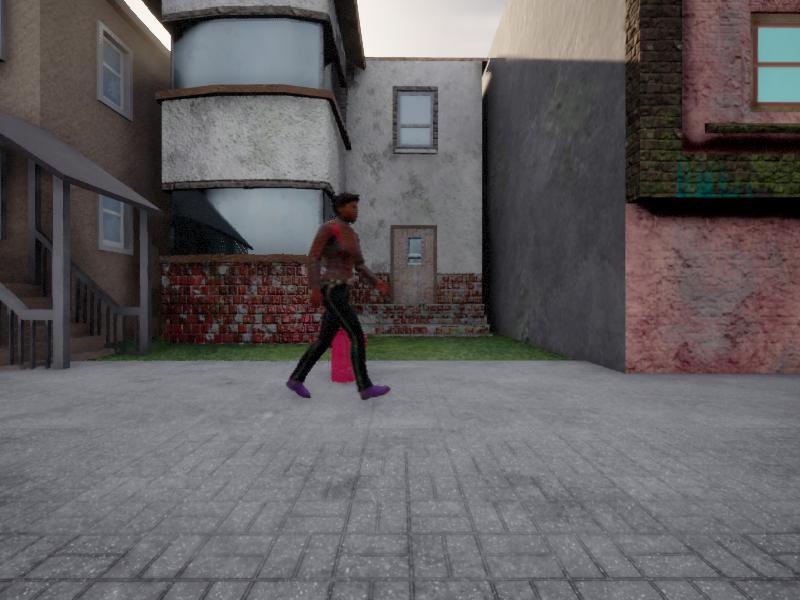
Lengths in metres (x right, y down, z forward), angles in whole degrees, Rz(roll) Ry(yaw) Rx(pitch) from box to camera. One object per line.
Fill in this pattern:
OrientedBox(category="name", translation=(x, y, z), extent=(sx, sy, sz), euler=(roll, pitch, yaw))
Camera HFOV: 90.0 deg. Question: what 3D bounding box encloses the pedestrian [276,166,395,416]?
OrientedBox(category="pedestrian", translation=(-0.524, -0.067, 3.455), extent=(0.751, 1.860, 0.751), euler=(0, 0, 19))
